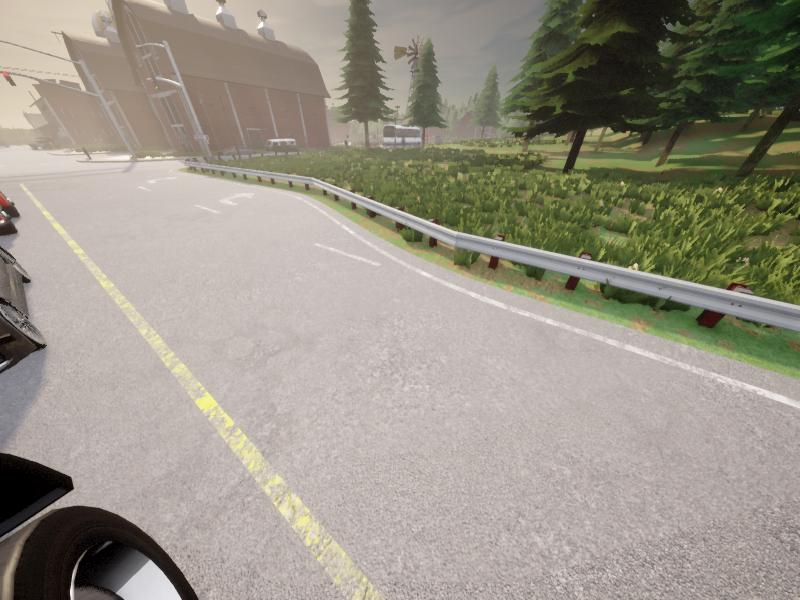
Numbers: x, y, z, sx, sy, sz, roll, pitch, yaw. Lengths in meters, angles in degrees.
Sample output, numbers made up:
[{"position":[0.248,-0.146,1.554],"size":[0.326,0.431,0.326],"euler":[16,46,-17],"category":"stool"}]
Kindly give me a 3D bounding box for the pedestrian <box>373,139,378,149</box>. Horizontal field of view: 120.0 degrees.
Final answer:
[{"position":[-5.579,-35.474,52.395],"size":[0.751,1.860,0.751],"euler":[27,43,32],"category":"pedestrian"}]

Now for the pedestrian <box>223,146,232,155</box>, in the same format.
[{"position":[-23.533,-20.411,31.531],"size":[0.500,1.100,0.500],"euler":[22,40,27],"category":"pedestrian"}]

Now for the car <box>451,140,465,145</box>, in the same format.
[{"position":[22.815,-62.002,90.867],"size":[5.008,1.535,1.882],"euler":[22,41,28],"category":"car"}]

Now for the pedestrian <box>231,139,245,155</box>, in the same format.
[{"position":[-22.600,-21.406,32.290],"size":[0.751,1.860,0.751],"euler":[22,41,28],"category":"pedestrian"}]

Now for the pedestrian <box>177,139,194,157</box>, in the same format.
[{"position":[-26.150,-18.534,28.185],"size":[0.751,1.860,0.751],"euler":[27,43,33],"category":"pedestrian"}]

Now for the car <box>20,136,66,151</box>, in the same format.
[{"position":[-65.229,-28.690,42.294],"size":[3.866,1.878,1.905],"euler":[-6,41,-6],"category":"car"}]

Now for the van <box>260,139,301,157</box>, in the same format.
[{"position":[-16.968,-21.863,33.120],"size":[2.069,2.038,4.480],"euler":[22,41,28],"category":"van"}]

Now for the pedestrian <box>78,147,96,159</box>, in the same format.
[{"position":[-33.741,-15.817,24.885],"size":[0.500,1.100,0.500],"euler":[1,35,1],"category":"pedestrian"}]

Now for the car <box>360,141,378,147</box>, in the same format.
[{"position":[-8.934,-44.680,66.096],"size":[4.902,1.511,2.128],"euler":[21,40,27],"category":"car"}]

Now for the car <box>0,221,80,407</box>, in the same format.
[{"position":[-6.373,-0.093,2.712],"size":[4.902,1.511,2.128],"euler":[22,41,28],"category":"car"}]

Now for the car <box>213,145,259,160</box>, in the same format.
[{"position":[-20.550,-18.655,29.131],"size":[1.994,1.385,4.181],"euler":[22,41,28],"category":"car"}]

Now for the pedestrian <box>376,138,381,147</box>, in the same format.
[{"position":[-5.574,-40.350,59.321],"size":[0.751,1.860,0.751],"euler":[22,41,28],"category":"pedestrian"}]

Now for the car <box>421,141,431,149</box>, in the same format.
[{"position":[6.461,-38.813,57.784],"size":[1.845,1.501,3.633],"euler":[0,35,0],"category":"car"}]

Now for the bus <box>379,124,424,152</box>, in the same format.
[{"position":[0.586,-33.737,48.201],"size":[3.944,4.253,10.273],"euler":[22,41,28],"category":"bus"}]

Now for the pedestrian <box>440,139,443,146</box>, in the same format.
[{"position":[13.332,-50.750,74.229],"size":[0.751,1.860,0.751],"euler":[17,38,22],"category":"pedestrian"}]

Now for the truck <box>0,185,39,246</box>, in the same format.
[{"position":[-12.587,-2.885,5.778],"size":[5.204,2.467,2.627],"euler":[22,40,27],"category":"truck"}]

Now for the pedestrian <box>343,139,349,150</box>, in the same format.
[{"position":[-10.750,-30.978,45.971],"size":[0.751,1.860,0.751],"euler":[21,40,27],"category":"pedestrian"}]
